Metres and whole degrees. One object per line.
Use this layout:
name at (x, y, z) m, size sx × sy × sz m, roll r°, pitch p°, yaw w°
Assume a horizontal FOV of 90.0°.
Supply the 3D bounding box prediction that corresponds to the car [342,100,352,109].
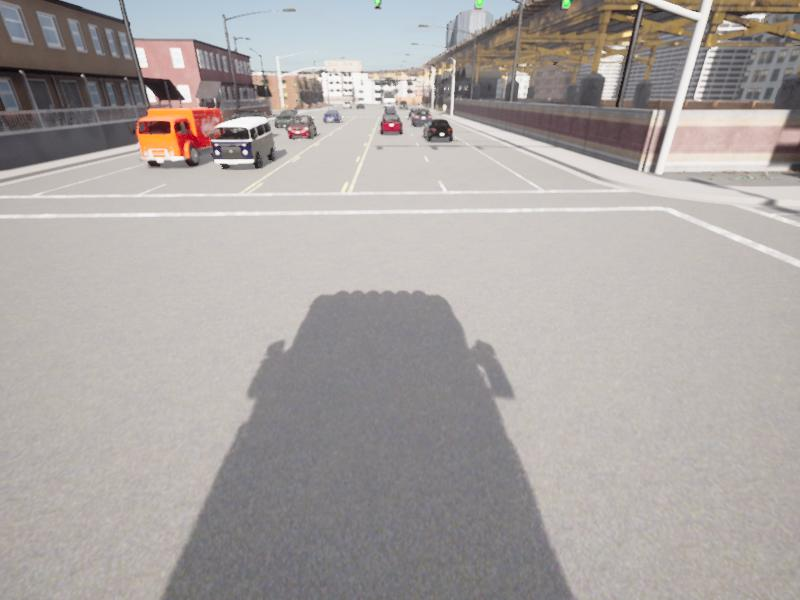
car at (-13.170, -48.765, 99.875) m, size 1.932 × 1.855 × 4.605 m, roll -1°, pitch 27°, yaw -1°

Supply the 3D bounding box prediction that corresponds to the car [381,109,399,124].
car at (-1.199, -23.021, 49.991) m, size 2.128 × 1.511 × 4.902 m, roll -1°, pitch 27°, yaw -1°

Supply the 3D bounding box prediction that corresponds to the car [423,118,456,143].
car at (2.885, -12.926, 30.346) m, size 1.812 × 1.442 × 4.674 m, roll -1°, pitch 27°, yaw -2°

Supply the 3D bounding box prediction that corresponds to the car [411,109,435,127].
car at (2.464, -20.269, 44.440) m, size 2.242 × 1.667 × 4.611 m, roll -1°, pitch 27°, yaw -1°

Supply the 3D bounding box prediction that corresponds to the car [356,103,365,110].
car at (-9.584, -47.076, 97.115) m, size 1.994 × 1.385 × 4.181 m, roll -1°, pitch 27°, yaw -1°

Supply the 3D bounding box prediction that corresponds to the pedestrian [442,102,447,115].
pedestrian at (7.177, -30.846, 64.532) m, size 0.751 × 1.860 × 0.751 m, roll -1°, pitch 27°, yaw -2°

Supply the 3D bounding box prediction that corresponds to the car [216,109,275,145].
car at (-11.062, -12.678, 29.160) m, size 2.150 × 2.045 × 5.566 m, roll -1°, pitch 27°, yaw -1°

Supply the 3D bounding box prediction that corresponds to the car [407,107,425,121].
car at (2.147, -25.729, 55.292) m, size 2.128 × 1.511 × 4.902 m, roll -1°, pitch 27°, yaw -1°

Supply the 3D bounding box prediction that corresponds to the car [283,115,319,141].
car at (-7.659, -13.585, 31.427) m, size 1.851 × 1.617 × 3.988 m, roll -1°, pitch 27°, yaw -1°

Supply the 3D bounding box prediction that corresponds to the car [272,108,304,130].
car at (-11.440, -18.679, 41.170) m, size 2.097 × 1.767 × 4.553 m, roll -1°, pitch 27°, yaw -1°

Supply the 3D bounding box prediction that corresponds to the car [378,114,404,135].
car at (-0.789, -15.877, 36.062) m, size 2.163 × 1.488 × 4.792 m, roll -1°, pitch 27°, yaw -1°

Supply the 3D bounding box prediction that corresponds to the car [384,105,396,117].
car at (-1.626, -30.478, 64.536) m, size 1.882 × 1.535 × 5.008 m, roll -1°, pitch 27°, yaw -1°

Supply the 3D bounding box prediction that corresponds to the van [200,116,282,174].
van at (-7.294, -7.478, 18.994) m, size 2.069 × 2.038 × 4.480 m, roll -1°, pitch 28°, yaw -1°

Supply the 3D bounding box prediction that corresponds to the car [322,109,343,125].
car at (-8.155, -22.197, 48.437) m, size 1.812 × 1.442 × 4.674 m, roll -1°, pitch 27°, yaw -1°

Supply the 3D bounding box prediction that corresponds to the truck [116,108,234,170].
truck at (-10.699, -8.106, 19.786) m, size 2.627 × 2.467 × 5.204 m, roll 0°, pitch 26°, yaw 0°
